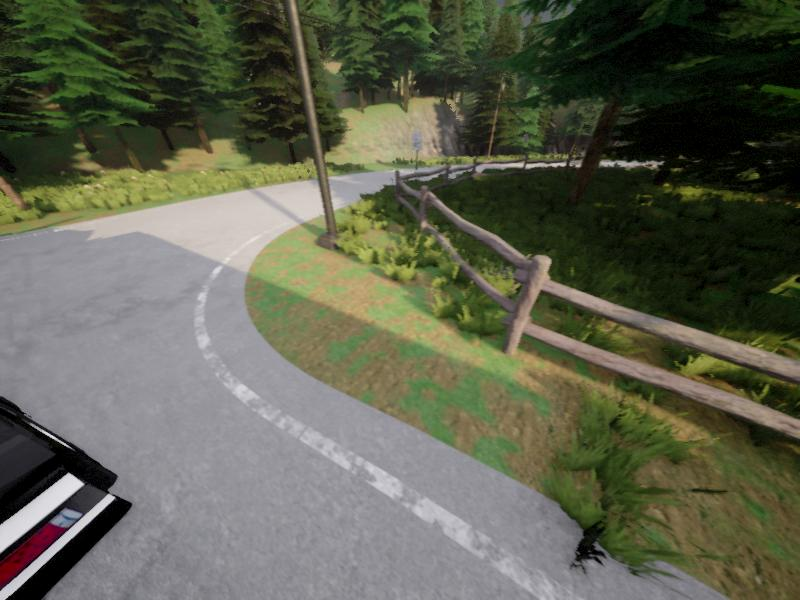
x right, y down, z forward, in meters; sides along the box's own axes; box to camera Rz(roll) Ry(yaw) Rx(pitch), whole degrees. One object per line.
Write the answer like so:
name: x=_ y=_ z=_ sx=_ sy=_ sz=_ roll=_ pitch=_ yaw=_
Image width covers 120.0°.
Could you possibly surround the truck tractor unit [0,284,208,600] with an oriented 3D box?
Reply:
truck tractor unit: x=-5.259 y=-0.115 z=0.534 sx=6.516 sy=4.208 sz=3.053 roll=11 pitch=37 yaw=16
